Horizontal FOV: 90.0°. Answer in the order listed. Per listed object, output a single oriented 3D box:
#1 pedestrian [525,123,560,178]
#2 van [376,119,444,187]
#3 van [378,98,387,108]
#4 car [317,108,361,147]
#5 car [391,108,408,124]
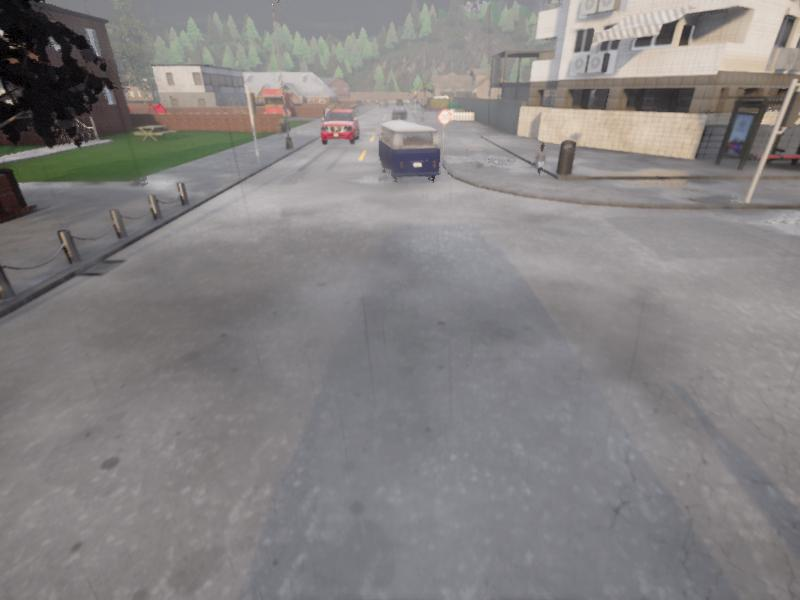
[{"bbox_3d":[5.394,-5.681,15.201,0.751,1.860,0.751,-3,28,-6],"label":"pedestrian"},{"bbox_3d":[0.248,-6.009,16.013,1.775,1.987,4.442,-5,28,-9],"label":"van"},{"bbox_3d":[-4.046,-45.493,92.366,1.775,1.987,4.442,0,27,0],"label":"van"},{"bbox_3d":[-4.017,-11.942,27.441,2.150,2.045,5.566,0,27,0],"label":"car"},{"bbox_3d":[-0.027,-21.114,45.758,1.837,1.490,4.892,0,27,0],"label":"car"}]
